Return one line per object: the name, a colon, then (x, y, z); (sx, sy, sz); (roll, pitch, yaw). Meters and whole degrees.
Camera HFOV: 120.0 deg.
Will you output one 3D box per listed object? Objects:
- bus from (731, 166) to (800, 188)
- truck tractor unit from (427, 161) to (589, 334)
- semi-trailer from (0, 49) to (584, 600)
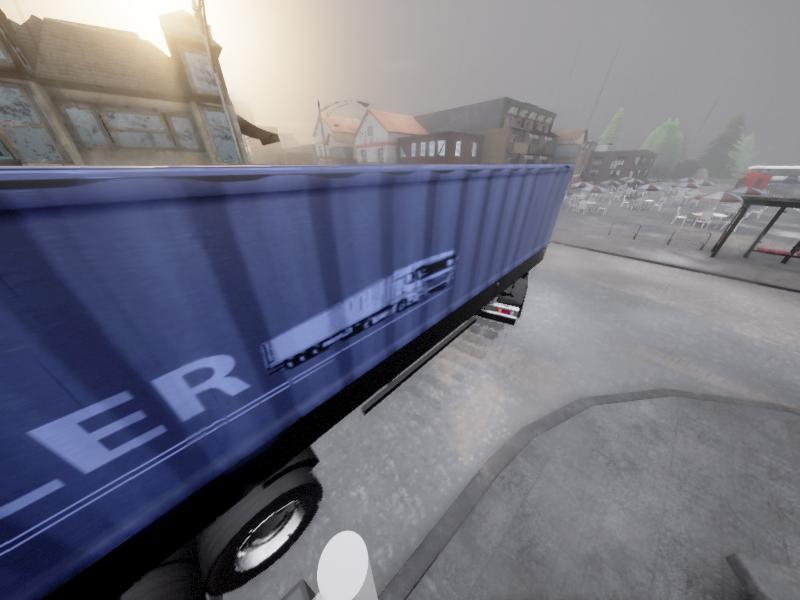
bus: (86.025, -28.400, 53.142); (3.944, 4.253, 10.273); (-23, 37, -34)
truck tractor unit: (3.739, -2.652, 8.595); (3.053, 4.208, 6.516); (15, 33, 23)
semi-trailer: (-1.328, 0.255, 3.345); (2.717, 4.402, 14.254); (26, 39, 37)
